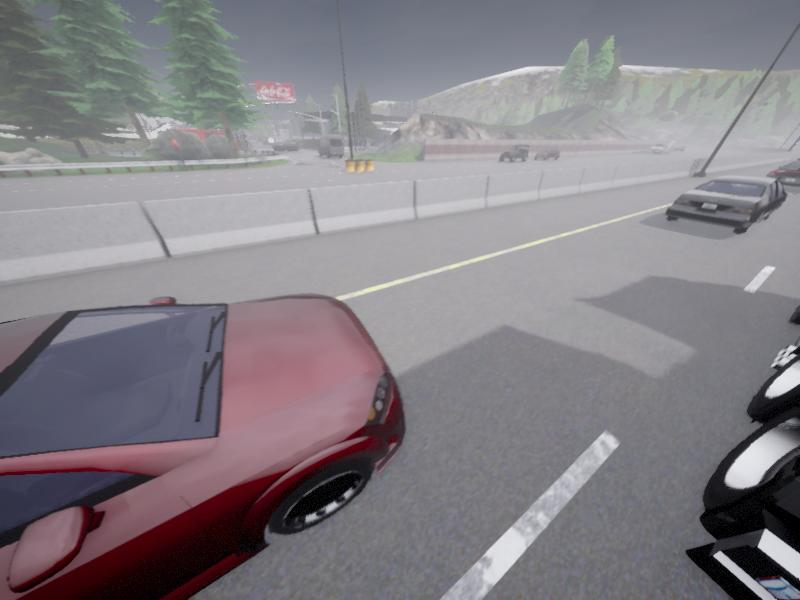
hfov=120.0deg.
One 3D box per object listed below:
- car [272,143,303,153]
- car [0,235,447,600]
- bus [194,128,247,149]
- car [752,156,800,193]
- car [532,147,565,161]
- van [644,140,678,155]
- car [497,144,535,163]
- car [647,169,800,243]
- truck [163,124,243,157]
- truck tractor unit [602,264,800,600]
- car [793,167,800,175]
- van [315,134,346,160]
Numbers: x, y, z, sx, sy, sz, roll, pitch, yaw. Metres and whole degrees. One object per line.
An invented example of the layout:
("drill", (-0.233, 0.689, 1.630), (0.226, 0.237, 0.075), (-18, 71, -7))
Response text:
("car", (-21.029, -28.529, 43.297), (1.882, 1.535, 5.008), (16, 37, 21))
("car", (-2.052, 0.889, 1.518), (4.181, 1.385, 1.994), (-18, 39, -24))
("bus", (-48.300, -43.679, 62.618), (10.273, 4.253, 3.944), (-18, 39, -24))
("car", (24.015, -7.581, 13.841), (4.974, 1.542, 2.038), (-18, 39, -24))
("car", (20.596, -20.307, 32.093), (3.705, 1.549, 1.789), (-18, 39, -24))
("van", (54.145, -31.578, 47.889), (6.366, 2.431, 2.351), (-19, 39, -26))
("car", (14.581, -18.507, 29.142), (3.866, 1.878, 1.905), (-18, 39, -24))
("car", (11.205, -3.396, 7.800), (5.357, 1.411, 2.033), (-18, 39, -24))
("truck", (-30.012, -24.764, 35.976), (8.468, 3.827, 2.891), (-18, 39, -24))
("truck tractor unit", (5.116, -0.293, 0.790), (6.516, 4.208, 3.053), (-18, 39, -24))
("car", (36.906, -11.740, 19.957), (4.974, 1.542, 2.038), (-18, 39, -24))
("van", (-9.276, -20.335, 30.609), (1.988, 2.561, 5.915), (-18, 39, -25))
